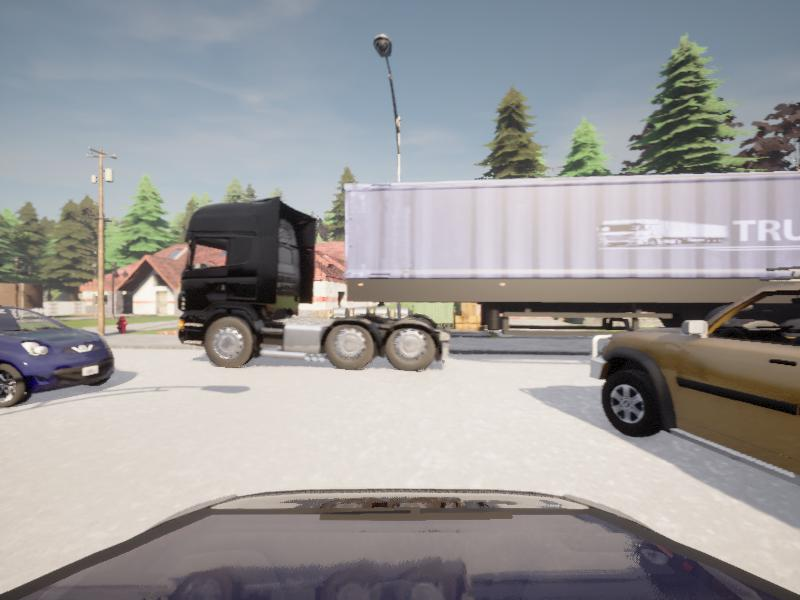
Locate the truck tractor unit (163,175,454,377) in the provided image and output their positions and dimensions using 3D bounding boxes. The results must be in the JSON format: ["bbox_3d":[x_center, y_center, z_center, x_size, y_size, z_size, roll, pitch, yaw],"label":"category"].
[{"bbox_3d":[-1.948,-0.518,10.215,6.516,4.208,3.053,0,0,7],"label":"truck tractor unit"}]

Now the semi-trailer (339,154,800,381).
[{"bbox_3d":[5.911,-0.622,9.305,14.254,4.402,2.717,0,0,7],"label":"semi-trailer"}]

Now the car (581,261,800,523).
[{"bbox_3d":[3.743,0.649,3.265,1.932,1.855,4.605,0,0,-8],"label":"car"}]

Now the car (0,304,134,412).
[{"bbox_3d":[-6.872,0.834,6.758,3.633,1.501,1.845,0,0,7],"label":"car"}]

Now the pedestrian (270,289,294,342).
[{"bbox_3d":[-4.239,0.537,14.424,0.751,1.860,0.751,0,0,-8],"label":"pedestrian"}]
